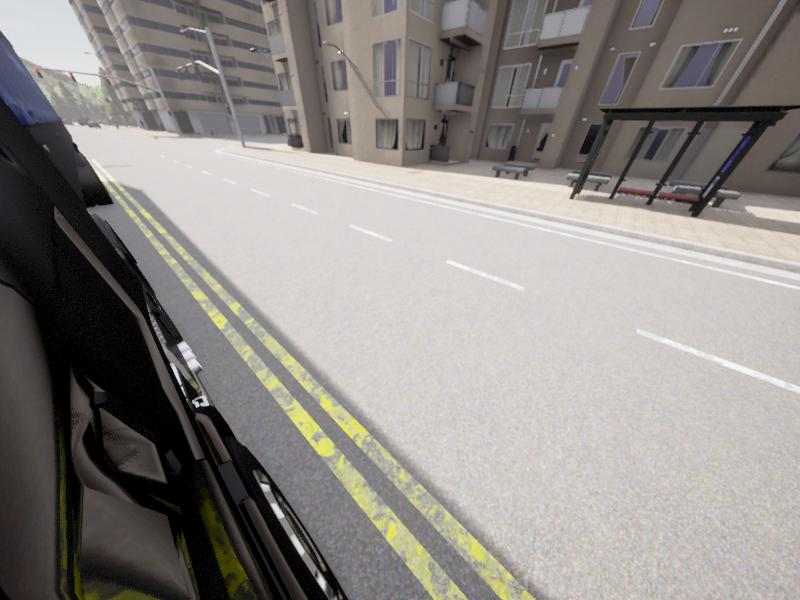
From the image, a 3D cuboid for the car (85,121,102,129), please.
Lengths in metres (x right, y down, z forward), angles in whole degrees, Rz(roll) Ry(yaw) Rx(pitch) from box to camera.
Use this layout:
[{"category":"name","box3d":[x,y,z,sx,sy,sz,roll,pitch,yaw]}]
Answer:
[{"category":"car","box3d":[-72.625,-41.570,54.752,4.674,1.442,1.812,29,44,31]}]

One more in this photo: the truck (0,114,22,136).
[{"category":"truck","box3d":[-51.237,-22.306,29.364,6.274,2.098,2.390,28,44,31]}]

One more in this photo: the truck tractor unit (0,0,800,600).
[{"category":"truck tractor unit","box3d":[-2.645,-0.295,0.351,6.516,4.208,3.053,28,44,30]}]

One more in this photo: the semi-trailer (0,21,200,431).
[{"category":"semi-trailer","box3d":[-8.605,-3.635,4.361,14.254,4.402,2.717,29,44,31]}]

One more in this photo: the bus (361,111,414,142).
[{"category":"bus","box3d":[-2.149,-32.961,44.115,3.944,4.253,10.273,27,44,30]}]

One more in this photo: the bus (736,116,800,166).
[{"category":"bus","box3d":[44.173,-16.152,23.625,3.944,4.253,10.273,3,37,0]}]

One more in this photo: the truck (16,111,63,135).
[{"category":"truck","box3d":[-51.211,-25.194,32.926,5.204,2.467,2.627,28,44,30]}]
